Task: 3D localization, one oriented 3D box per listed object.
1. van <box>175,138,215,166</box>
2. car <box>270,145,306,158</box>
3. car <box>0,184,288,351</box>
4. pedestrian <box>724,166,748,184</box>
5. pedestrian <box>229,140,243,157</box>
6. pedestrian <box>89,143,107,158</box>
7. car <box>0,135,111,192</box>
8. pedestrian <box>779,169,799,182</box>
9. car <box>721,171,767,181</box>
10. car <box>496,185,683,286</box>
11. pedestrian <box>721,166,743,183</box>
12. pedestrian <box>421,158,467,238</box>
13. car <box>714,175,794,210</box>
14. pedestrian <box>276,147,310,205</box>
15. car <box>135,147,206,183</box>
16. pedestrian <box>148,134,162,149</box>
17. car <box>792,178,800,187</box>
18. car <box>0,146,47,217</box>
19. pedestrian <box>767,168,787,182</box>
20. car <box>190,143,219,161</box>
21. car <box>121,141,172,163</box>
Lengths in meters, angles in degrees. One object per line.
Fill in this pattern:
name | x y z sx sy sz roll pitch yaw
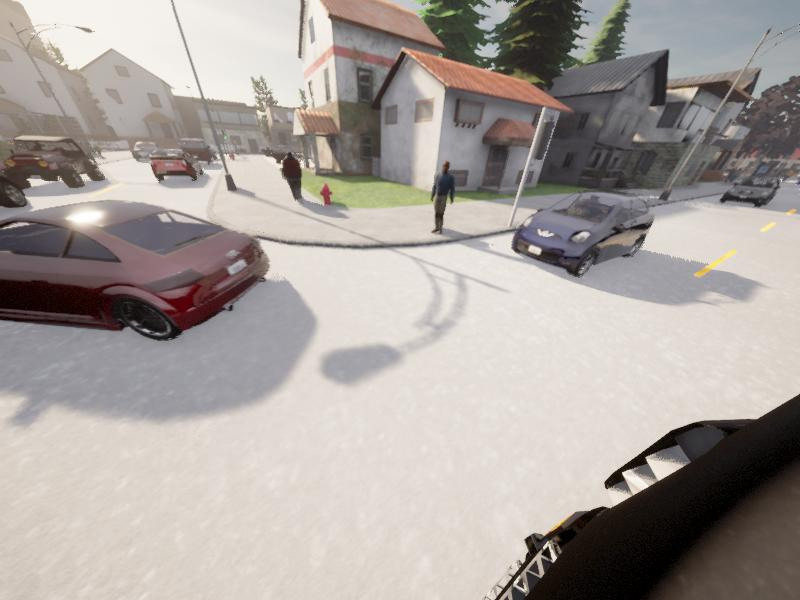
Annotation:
van | -18.914 -13.859 21.556 1.775 1.987 4.442 -16 38 -26
car | -18.267 -24.276 37.767 4.792 1.488 2.163 -17 38 -27
car | -4.326 -0.669 3.390 4.181 1.385 1.994 5 34 2
pedestrian | 41.616 -15.466 28.650 0.751 1.860 0.751 -13 37 -23
pedestrian | -21.419 -19.821 30.202 0.751 1.860 0.751 22 38 26
pedestrian | -27.350 -13.519 20.948 0.500 1.100 0.500 -22 41 -33
car | -15.782 -6.271 10.453 1.905 1.878 3.866 -16 38 -26
pedestrian | 62.365 -19.971 37.067 0.751 1.860 0.751 -15 38 -25
car | 66.277 -24.038 44.653 1.895 1.301 4.718 -16 38 -26
car | 4.532 -1.812 5.664 3.633 1.501 1.845 -16 38 -26
pedestrian | 42.897 -16.207 29.869 0.751 1.860 0.751 -16 38 -26
pedestrian | 1.160 -2.769 6.313 0.751 1.860 0.751 20 37 24
car | 22.719 -7.005 14.864 3.988 1.617 1.851 -16 38 -26
pedestrian | -4.090 -4.752 8.887 0.751 1.860 0.751 -16 38 -27
car | -13.430 -8.225 13.916 2.007 1.525 4.514 -16 38 -26
pedestrian | -36.970 -23.829 34.818 0.751 1.860 0.751 -26 43 -36
car | 62.229 -17.988 35.051 4.514 1.525 2.007 -16 38 -26
car | -12.403 -2.812 5.743 2.033 1.649 4.856 -16 38 -26
pedestrian | 58.696 -19.440 35.977 0.751 1.860 0.751 -14 37 -24
car | -22.466 -17.156 26.708 1.816 1.474 4.193 -16 38 -26
car | -24.067 -14.273 22.202 2.128 1.511 4.902 -17 38 -27
